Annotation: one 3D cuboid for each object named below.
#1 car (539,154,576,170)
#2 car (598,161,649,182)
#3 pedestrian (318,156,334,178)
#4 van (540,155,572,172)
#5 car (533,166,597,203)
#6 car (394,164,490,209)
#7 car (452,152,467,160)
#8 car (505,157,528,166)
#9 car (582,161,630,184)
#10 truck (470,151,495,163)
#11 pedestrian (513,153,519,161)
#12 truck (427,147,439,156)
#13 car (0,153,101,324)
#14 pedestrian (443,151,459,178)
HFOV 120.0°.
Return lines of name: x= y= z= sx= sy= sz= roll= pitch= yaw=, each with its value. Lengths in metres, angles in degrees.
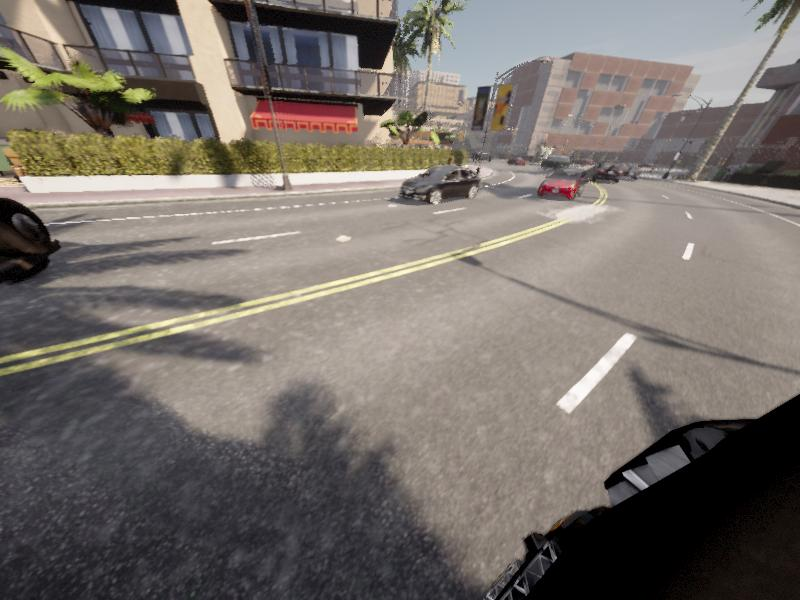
car: x=27.130 y=-23.944 z=40.078 sx=2.150 sy=2.045 sz=5.566 roll=-1 pitch=34 yaw=-5
car: x=25.910 y=-15.158 z=27.110 sx=2.152 sy=1.651 sz=5.027 roll=10 pitch=34 yaw=12
pedestrian: x=-5.241 y=-9.407 z=16.347 sx=0.751 sy=1.300 sz=0.751 roll=-17 pitch=38 yaw=-27
van: x=23.812 y=-21.007 z=35.474 sx=1.775 sy=1.987 sz=4.442 roll=4 pitch=33 yaw=1
car: x=10.059 y=-7.112 z=13.988 sx=2.007 sy=1.525 sz=4.514 roll=28 pitch=41 yaw=33
car: x=2.183 y=-5.831 z=11.556 sx=4.892 sy=1.490 sz=1.837 roll=-24 pitch=42 yaw=-34
car: x=16.230 y=-39.406 z=63.073 sx=1.930 sy=1.638 sz=5.238 roll=-3 pitch=34 yaw=-8
car: x=22.869 y=-27.286 z=45.454 sx=1.994 sy=1.385 sz=4.181 roll=-2 pitch=34 yaw=-7
car: x=21.148 y=-13.342 z=24.007 sx=2.242 sy=1.667 sz=4.611 roll=14 pitch=35 yaw=17
truck: x=18.286 y=-32.054 z=51.690 sx=2.390 sy=2.098 sz=6.274 roll=-3 pitch=34 yaw=-8
pedestrian: x=30.841 y=-38.093 z=61.545 sx=0.751 sy=1.860 sz=0.751 roll=-5 pitch=34 yaw=-12
truck: x=12.127 y=-54.919 z=85.475 sx=2.627 sy=2.467 sz=5.204 roll=-3 pitch=34 yaw=-8
car: x=-7.160 y=-0.549 z=2.596 sx=3.866 sy=1.878 sz=1.905 roll=-16 pitch=38 yaw=-25
pedestrian: x=4.300 y=-11.479 z=19.578 sx=0.751 sy=1.860 sz=0.751 roll=25 pitch=40 yaw=30
